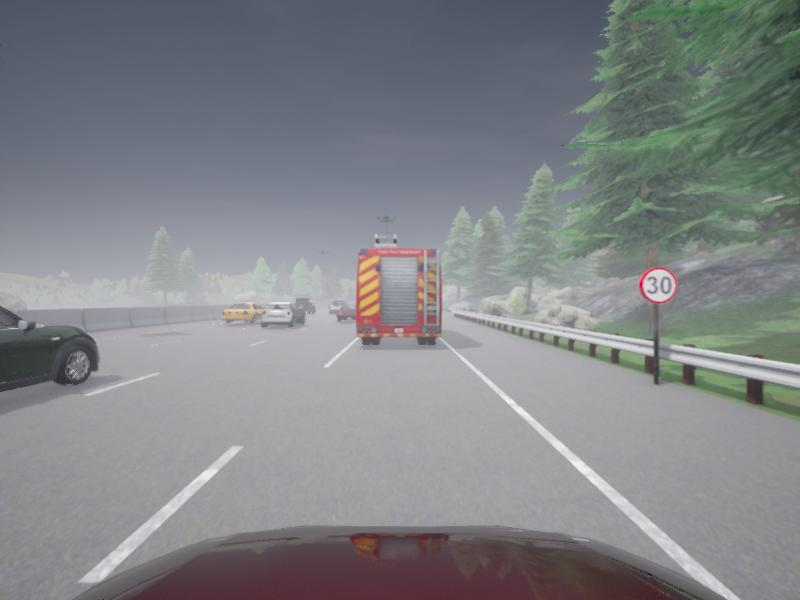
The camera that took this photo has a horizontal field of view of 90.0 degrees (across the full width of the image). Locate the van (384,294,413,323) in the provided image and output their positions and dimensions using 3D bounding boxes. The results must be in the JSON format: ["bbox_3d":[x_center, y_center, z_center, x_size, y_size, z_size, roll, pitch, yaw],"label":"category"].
[{"bbox_3d":[-0.090,0.614,30.466,2.069,2.038,4.480,0,0,0],"label":"van"}]

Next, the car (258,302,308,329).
[{"bbox_3d":[-7.068,0.885,24.617,1.970,1.475,3.806,0,0,0],"label":"car"}]

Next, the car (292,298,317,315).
[{"bbox_3d":[-10.660,0.706,44.769,1.905,1.878,3.866,0,0,0],"label":"car"}]

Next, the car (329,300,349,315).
[{"bbox_3d":[-7.175,0.851,47.506,1.851,1.617,3.988,0,0,0],"label":"car"}]

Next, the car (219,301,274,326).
[{"bbox_3d":[-10.581,0.838,27.979,1.801,1.575,5.366,0,0,0],"label":"car"}]

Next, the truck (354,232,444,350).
[{"bbox_3d":[-0.044,-0.297,17.198,2.891,3.827,8.468,0,0,0],"label":"truck"}]

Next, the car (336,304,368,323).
[{"bbox_3d":[-3.591,0.984,30.540,1.895,1.301,4.718,0,0,0],"label":"car"}]

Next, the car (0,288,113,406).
[{"bbox_3d":[-7.017,0.703,6.050,2.097,1.767,4.553,0,0,0],"label":"car"}]
